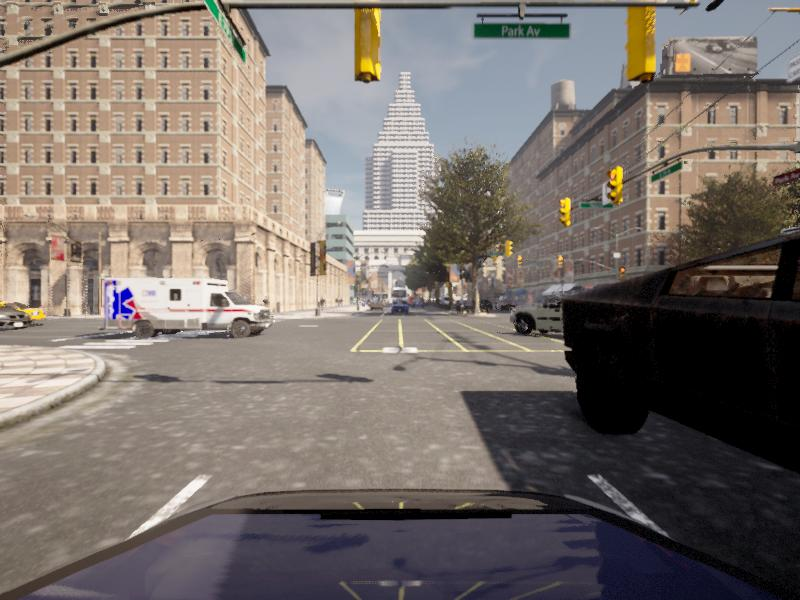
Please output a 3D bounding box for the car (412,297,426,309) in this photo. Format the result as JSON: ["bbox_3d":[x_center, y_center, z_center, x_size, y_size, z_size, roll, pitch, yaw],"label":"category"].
[{"bbox_3d":[3.440,0.499,73.148,2.150,2.045,5.566,0,0,0],"label":"car"}]

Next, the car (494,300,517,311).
[{"bbox_3d":[14.954,0.771,57.008,2.038,1.542,4.974,0,0,0],"label":"car"}]

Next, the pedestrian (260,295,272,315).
[{"bbox_3d":[-12.136,0.448,36.282,0.751,1.860,0.751,0,0,28],"label":"pedestrian"}]

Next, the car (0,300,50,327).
[{"bbox_3d":[-24.413,0.777,23.939,5.366,1.575,1.801,0,0,0],"label":"car"}]

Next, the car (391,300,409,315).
[{"bbox_3d":[-0.001,0.779,43.663,1.882,1.535,5.008,0,0,0],"label":"car"}]

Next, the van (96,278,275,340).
[{"bbox_3d":[-8.857,0.361,17.036,6.366,2.431,2.351,0,0,0],"label":"van"}]

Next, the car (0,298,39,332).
[{"bbox_3d":[-21.769,0.733,20.457,4.611,1.667,2.242,0,0,0],"label":"car"}]

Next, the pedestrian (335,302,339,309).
[{"bbox_3d":[-9.689,0.804,61.173,0.500,1.100,0.500,0,0,4],"label":"pedestrian"}]

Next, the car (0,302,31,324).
[{"bbox_3d":[-28.908,0.867,27.428,5.357,1.411,2.033,0,0,0],"label":"car"}]

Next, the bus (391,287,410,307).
[{"bbox_3d":[0.047,-0.628,89.999,3.944,4.253,10.273,0,0,0],"label":"bus"}]

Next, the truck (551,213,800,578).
[{"bbox_3d":[3.497,0.556,2.923,2.390,2.098,6.274,0,-1,0],"label":"truck"}]

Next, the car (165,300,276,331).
[{"bbox_3d":[-9.344,0.802,21.194,4.974,1.542,2.038,0,0,-8],"label":"car"}]

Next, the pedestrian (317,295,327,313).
[{"bbox_3d":[-8.430,0.441,43.270,0.751,1.860,0.751,0,0,11],"label":"pedestrian"}]

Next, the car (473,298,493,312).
[{"bbox_3d":[11.454,0.598,55.463,1.932,1.855,4.605,0,0,0],"label":"car"}]

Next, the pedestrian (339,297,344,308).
[{"bbox_3d":[-10.325,0.414,70.636,0.751,1.860,0.751,0,0,-1],"label":"pedestrian"}]

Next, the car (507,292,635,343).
[{"bbox_3d":[7.053,0.635,16.944,1.932,1.855,4.605,1,0,-38],"label":"car"}]
